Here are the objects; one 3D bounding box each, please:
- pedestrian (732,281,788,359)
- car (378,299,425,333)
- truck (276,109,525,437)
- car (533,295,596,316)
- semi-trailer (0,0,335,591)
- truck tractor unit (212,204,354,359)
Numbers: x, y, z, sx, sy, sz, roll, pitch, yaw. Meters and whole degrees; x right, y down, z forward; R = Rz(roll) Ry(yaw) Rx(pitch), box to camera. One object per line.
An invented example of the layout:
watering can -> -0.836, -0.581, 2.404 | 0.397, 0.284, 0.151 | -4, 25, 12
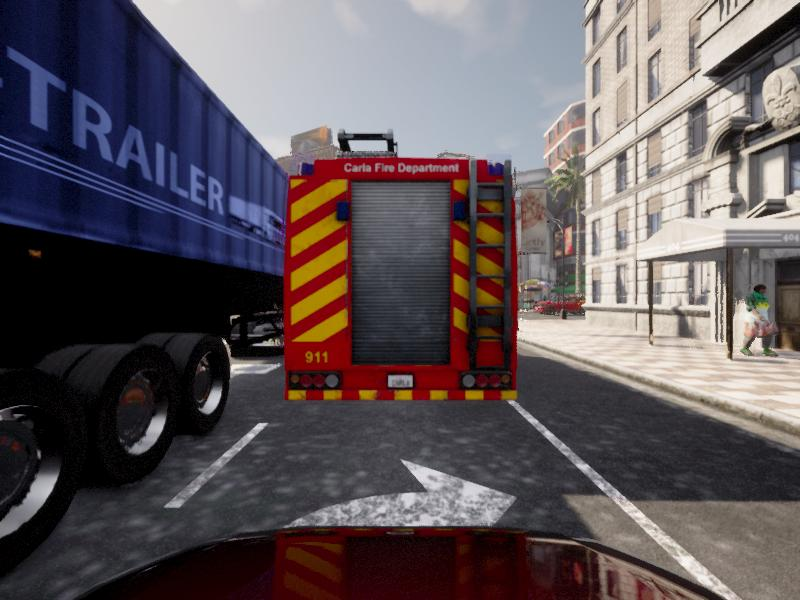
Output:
pedestrian -> 9.009, 0.484, 10.025 | 0.751, 1.860, 0.751 | 0, 0, -14
car -> 0.215, 0.779, 21.874 | 2.152, 1.651, 5.027 | 0, 0, 5
truck -> 0.002, -0.319, 8.899 | 2.891, 3.827, 8.468 | 0, 0, 0
car -> 16.743, 0.568, 40.908 | 5.566, 2.045, 2.150 | 0, 0, 0
semi-trailer -> -3.528, -0.618, 6.154 | 2.717, 4.402, 14.254 | 0, 0, 0
truck tractor unit -> -3.536, -0.521, 14.064 | 3.053, 4.208, 6.516 | 0, 0, 0
